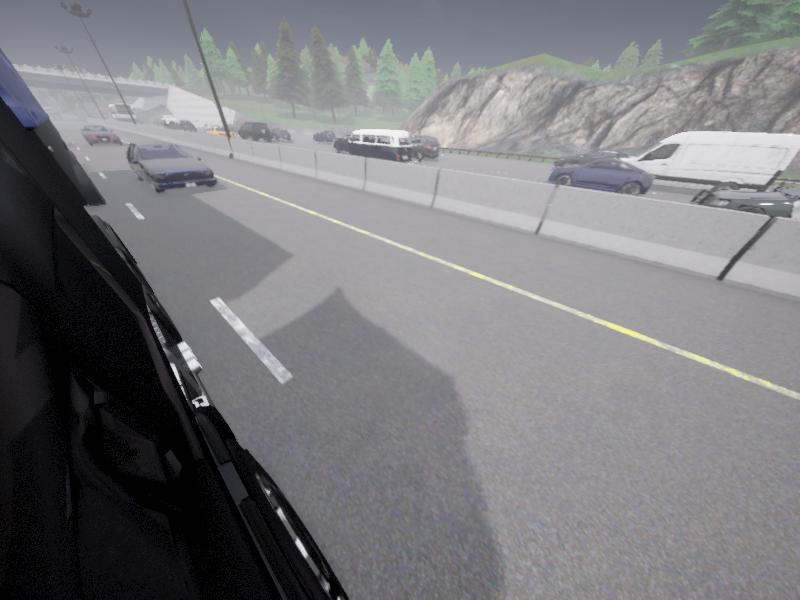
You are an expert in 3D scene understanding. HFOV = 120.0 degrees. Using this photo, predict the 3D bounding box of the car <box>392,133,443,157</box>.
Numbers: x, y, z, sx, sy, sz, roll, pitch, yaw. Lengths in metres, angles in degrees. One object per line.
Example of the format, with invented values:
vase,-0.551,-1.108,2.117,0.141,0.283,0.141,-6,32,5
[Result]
car,1.709,-16.062,23.856,4.611,1.667,2.242,28,44,30

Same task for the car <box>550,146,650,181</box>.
car,13.704,-9.626,16.106,4.902,1.511,2.128,28,44,30

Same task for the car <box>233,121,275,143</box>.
car,-18.781,-21.635,29.753,5.566,2.045,2.150,28,44,30

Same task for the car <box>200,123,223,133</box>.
car,-37.189,-33.899,45.552,4.674,1.442,1.812,28,44,30

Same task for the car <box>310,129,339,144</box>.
car,-10.401,-22.441,31.771,3.633,1.501,1.845,28,44,30

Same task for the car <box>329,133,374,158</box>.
car,-4.257,-13.718,20.454,3.705,1.549,1.789,28,44,30

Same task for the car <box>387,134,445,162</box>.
car,1.277,-13.561,20.482,4.611,1.667,2.242,28,44,30

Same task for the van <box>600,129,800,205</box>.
van,14.445,-6.924,11.674,5.915,2.561,1.988,28,44,30

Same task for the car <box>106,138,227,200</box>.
car,-9.312,-5.401,9.151,5.357,1.411,2.033,28,44,30

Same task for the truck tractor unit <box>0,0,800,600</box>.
truck tractor unit,-2.645,-0.295,0.351,6.516,4.208,3.053,28,44,30

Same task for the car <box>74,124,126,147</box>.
car,-25.961,-14.235,19.983,4.181,1.385,1.994,28,44,30

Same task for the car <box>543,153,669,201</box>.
car,9.816,-6.167,11.359,4.181,1.385,1.994,28,44,30

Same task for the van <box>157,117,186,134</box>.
van,-38.518,-29.384,38.930,4.480,2.038,2.069,28,44,30

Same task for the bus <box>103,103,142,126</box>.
bus,-71.680,-47.814,59.722,10.273,4.253,3.944,27,43,30

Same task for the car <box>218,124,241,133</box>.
car,-35.548,-35.743,48.160,5.357,1.411,2.033,28,44,30

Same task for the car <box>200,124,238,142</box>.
car,-22.490,-20.680,28.641,5.366,1.575,1.801,28,44,30

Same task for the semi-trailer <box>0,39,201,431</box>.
semi-trailer,-8.678,-3.609,4.262,14.254,4.402,2.717,28,44,30

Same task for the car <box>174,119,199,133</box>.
car,-40.893,-33.312,44.178,4.605,1.855,1.932,28,44,30

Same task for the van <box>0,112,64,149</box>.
van,-27.712,-12.707,17.271,4.480,2.038,2.069,28,44,30

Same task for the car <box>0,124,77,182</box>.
car,-16.370,-6.513,10.016,4.856,1.649,2.033,28,44,30

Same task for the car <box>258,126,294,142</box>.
car,-17.542,-23.536,32.727,5.027,1.651,2.152,28,44,30

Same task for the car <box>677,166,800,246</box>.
car,11.760,-2.469,6.390,4.974,1.542,2.038,28,43,30

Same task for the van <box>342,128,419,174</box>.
van,-1.300,-9.613,14.733,4.480,2.038,2.069,28,44,30
